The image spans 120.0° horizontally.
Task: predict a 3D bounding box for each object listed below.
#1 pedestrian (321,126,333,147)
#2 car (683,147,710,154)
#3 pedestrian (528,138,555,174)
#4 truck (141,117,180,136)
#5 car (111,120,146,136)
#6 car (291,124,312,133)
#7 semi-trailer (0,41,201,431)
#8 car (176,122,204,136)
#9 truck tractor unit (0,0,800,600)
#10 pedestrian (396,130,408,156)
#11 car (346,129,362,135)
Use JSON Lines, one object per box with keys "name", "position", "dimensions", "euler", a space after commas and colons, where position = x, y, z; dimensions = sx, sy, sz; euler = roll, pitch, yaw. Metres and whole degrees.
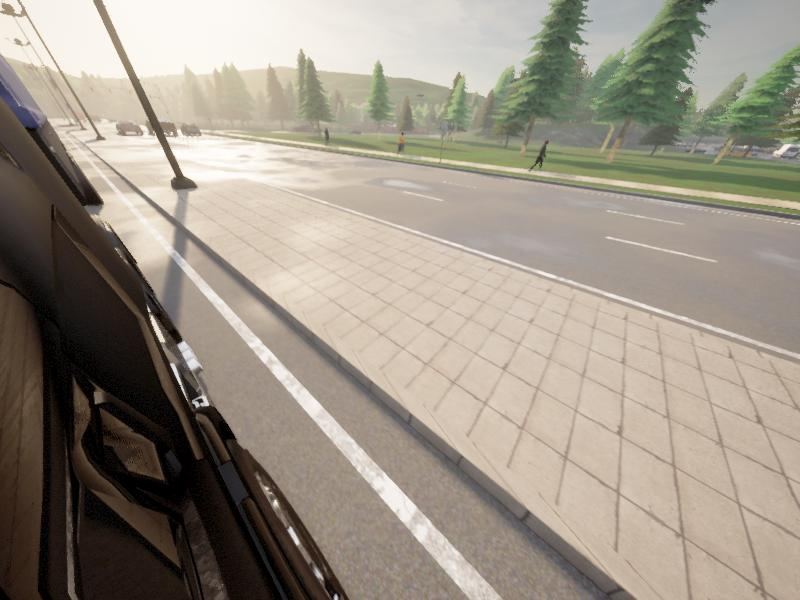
{"name": "pedestrian", "position": [-8.305, -18.683, 26.427], "dimensions": [0.751, 1.860, 0.751], "euler": [28, 44, 30]}
{"name": "car", "position": [69.713, -35.116, 54.277], "dimensions": [4.718, 1.301, 1.895], "euler": [-9, 38, -15]}
{"name": "pedestrian", "position": [9.120, -9.294, 14.902], "dimensions": [0.751, 1.860, 0.751], "euler": [29, 44, 31]}
{"name": "truck", "position": [-35.596, -25.767, 34.317], "dimensions": [6.274, 2.098, 2.390], "euler": [28, 43, 30]}
{"name": "car", "position": [-38.142, -24.196, 32.440], "dimensions": [5.027, 1.651, 2.152], "euler": [28, 43, 30]}
{"name": "car", "position": [-30.660, -53.480, 71.978], "dimensions": [2.150, 2.045, 5.566], "euler": [28, 44, 30]}
{"name": "semi-trailer", "position": [-8.696, -3.595, 4.245], "dimensions": [14.254, 4.402, 2.717], "euler": [28, 43, 30]}
{"name": "car", "position": [-33.319, -27.081, 36.643], "dimensions": [3.988, 1.617, 1.851], "euler": [28, 43, 30]}
{"name": "truck tractor unit", "position": [-2.645, -0.295, 0.351], "dimensions": [6.516, 4.208, 3.053], "euler": [28, 44, 30]}
{"name": "pedestrian", "position": [0.175, -14.121, 20.829], "dimensions": [0.751, 1.860, 0.751], "euler": [29, 44, 31]}
{"name": "car", "position": [-14.833, -54.223, 74.486], "dimensions": [2.128, 1.511, 4.902], "euler": [28, 44, 30]}
